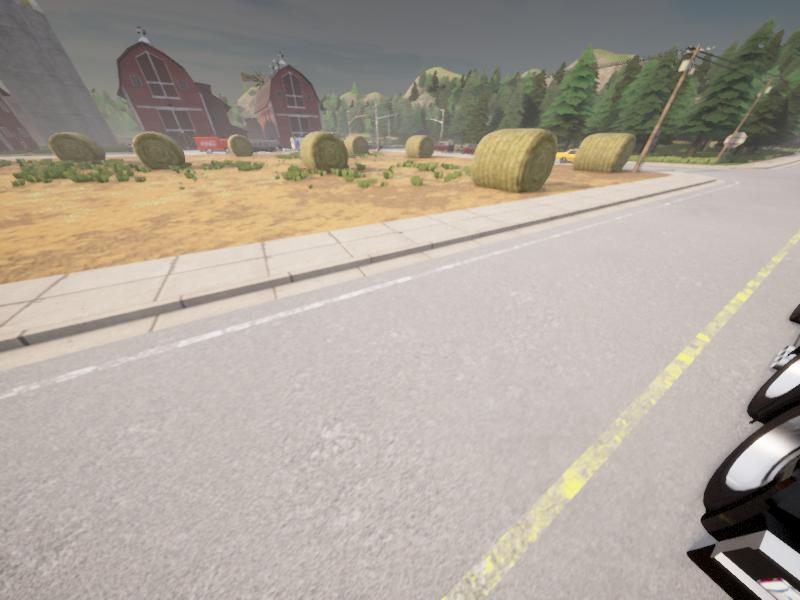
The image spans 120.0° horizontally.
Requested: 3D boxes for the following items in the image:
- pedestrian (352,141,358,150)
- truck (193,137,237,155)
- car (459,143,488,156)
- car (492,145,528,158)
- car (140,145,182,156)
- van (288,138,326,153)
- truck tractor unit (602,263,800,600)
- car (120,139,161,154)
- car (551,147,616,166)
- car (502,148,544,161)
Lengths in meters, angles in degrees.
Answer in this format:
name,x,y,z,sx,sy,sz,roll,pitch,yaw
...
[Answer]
name,x,y,z,sx,sy,sz,roll,pitch,yaw
pedestrian,-10.821,-37.109,55.523,0.751,1.860,0.751,-24,42,-31
truck,-31.776,-26.643,39.882,5.204,2.467,2.627,-21,40,-27
car,13.124,-27.155,41.533,2.097,1.767,4.553,-20,40,-26
car,17.242,-23.376,36.370,2.007,1.525,4.514,-20,40,-26
car,-37.894,-23.873,36.802,4.181,1.385,1.994,-21,41,-27
van,-18.783,-31.565,47.062,6.366,2.431,2.351,-21,40,-27
truck tractor unit,5.115,-0.294,0.795,6.516,4.208,3.053,-18,39,-24
car,-45.021,-26.776,40.223,1.905,1.878,3.866,13,38,8
car,20.790,-16.543,26.541,1.801,1.575,5.366,-20,40,-26
car,16.769,-20.007,31.735,1.895,1.301,4.718,-20,40,-26
